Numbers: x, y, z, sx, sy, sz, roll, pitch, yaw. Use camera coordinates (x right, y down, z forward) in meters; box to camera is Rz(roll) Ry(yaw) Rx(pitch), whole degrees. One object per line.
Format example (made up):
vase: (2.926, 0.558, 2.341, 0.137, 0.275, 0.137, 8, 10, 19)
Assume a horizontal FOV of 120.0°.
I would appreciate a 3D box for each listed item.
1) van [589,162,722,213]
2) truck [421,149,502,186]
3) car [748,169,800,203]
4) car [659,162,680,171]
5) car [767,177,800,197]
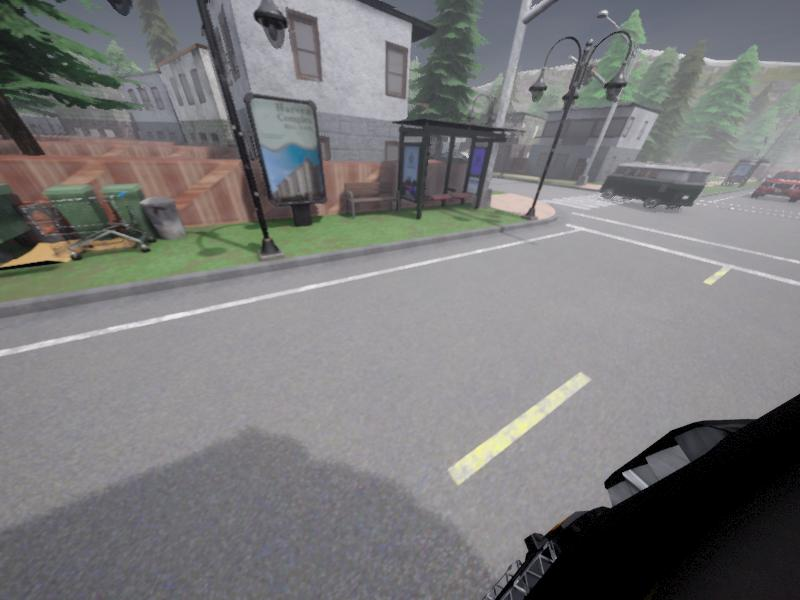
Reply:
van: (13.775, -6.471, 13.033, 1.775, 1.987, 4.442, -2, 34, -9)
truck: (4.852, -11.288, 19.477, 2.390, 2.098, 6.274, -22, 41, -33)
car: (31.159, -9.238, 18.582, 5.566, 2.045, 2.150, -16, 38, -26)
car: (67.090, -33.208, 57.556, 4.605, 1.855, 1.932, -17, 38, -27)
car: (38.053, -10.915, 22.284, 4.181, 1.385, 1.994, -16, 38, -26)
